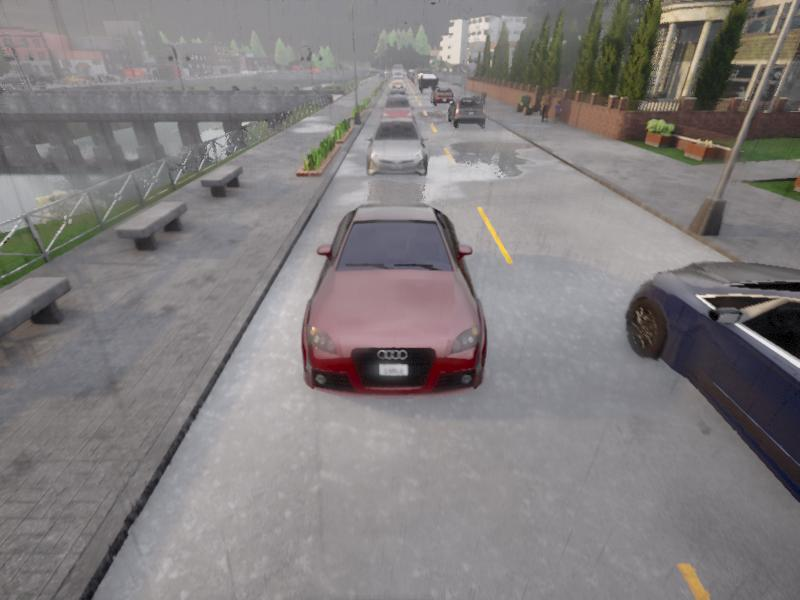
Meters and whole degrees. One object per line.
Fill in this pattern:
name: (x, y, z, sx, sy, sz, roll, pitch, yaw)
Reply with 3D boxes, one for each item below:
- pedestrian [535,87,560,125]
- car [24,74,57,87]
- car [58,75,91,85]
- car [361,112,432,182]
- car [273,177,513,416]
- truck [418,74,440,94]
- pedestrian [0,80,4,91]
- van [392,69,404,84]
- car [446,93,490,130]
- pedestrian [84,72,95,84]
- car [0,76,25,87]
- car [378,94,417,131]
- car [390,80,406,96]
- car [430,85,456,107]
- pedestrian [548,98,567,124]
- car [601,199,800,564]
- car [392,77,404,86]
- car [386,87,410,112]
pedestrian: (8.486, -11.182, 23.038, 0.751, 1.860, 0.751, -26, 39, -37)
car: (-62.019, -38.009, 69.106, 1.905, 1.878, 3.866, 0, 30, 0)
car: (-62.052, -42.058, 76.356, 1.801, 1.575, 5.366, 0, 30, 0)
car: (-0.098, -5.353, 13.647, 2.007, 1.525, 4.514, 0, 30, 0)
car: (-0.065, -0.486, 5.478, 1.994, 1.385, 4.181, 0, 30, 0)
truck: (3.739, -28.667, 52.958, 2.390, 2.098, 6.274, 0, 30, 0)
pedestrian: (-54.673, -29.376, 54.110, 0.751, 1.860, 0.751, 1, 30, 2)
van: (-0.380, -45.693, 81.743, 2.351, 2.431, 6.366, 0, 30, 0)
car: (3.861, -11.130, 23.452, 1.851, 1.617, 3.988, 0, 30, 0)
pedestrian: (-57.914, -41.377, 74.626, 0.751, 1.860, 0.751, 9, 31, 15)
car: (-66.010, -36.538, 66.949, 1.837, 1.490, 4.892, 0, 30, 0)
car: (-0.135, -10.868, 23.080, 2.007, 1.525, 4.514, 0, 30, 0)
car: (-0.245, -26.072, 49.073, 1.882, 1.535, 5.008, 0, 30, 0)
car: (3.806, -18.419, 36.050, 1.816, 1.474, 4.193, 0, 30, 0)
pedestrian: (9.153, -11.003, 23.288, 0.751, 1.300, 0.751, 11, 32, 18)
car: (3.940, 0.679, 3.189, 2.242, 1.667, 4.611, 0, 30, 0)
car: (-0.333, -38.780, 70.955, 1.994, 1.385, 4.181, 0, 30, 0)
car: (-0.180, -16.255, 32.346, 1.816, 1.474, 4.193, 0, 30, 0)
